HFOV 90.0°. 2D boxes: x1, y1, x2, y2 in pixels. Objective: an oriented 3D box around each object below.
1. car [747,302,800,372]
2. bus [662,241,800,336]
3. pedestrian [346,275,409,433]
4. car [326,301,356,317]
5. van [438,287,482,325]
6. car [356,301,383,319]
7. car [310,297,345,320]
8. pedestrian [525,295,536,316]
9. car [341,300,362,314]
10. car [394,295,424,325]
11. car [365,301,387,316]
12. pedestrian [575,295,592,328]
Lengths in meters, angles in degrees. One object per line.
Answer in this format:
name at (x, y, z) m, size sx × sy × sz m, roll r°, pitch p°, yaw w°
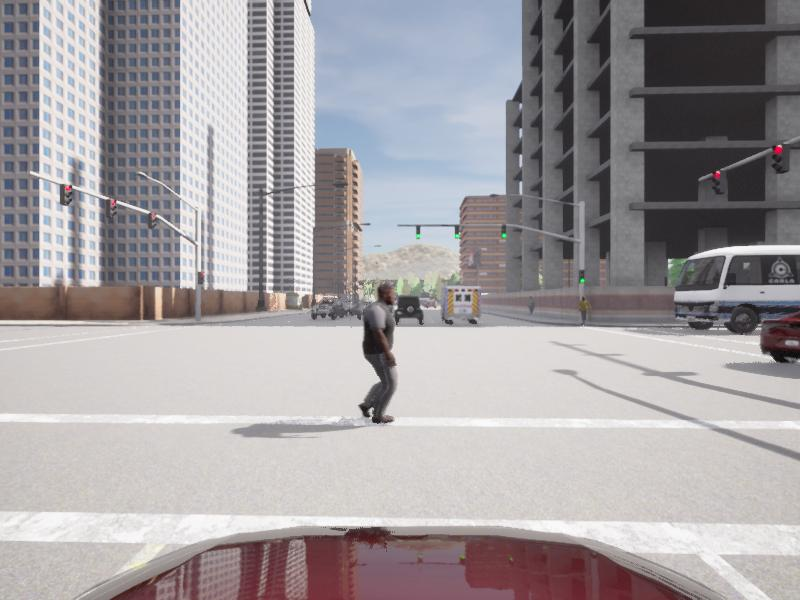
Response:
car at (11.257, 0.823, 9.523) m, size 5.008 × 1.535 × 1.882 m, roll 0°, pitch -1°, yaw -12°
bus at (19.463, -0.535, 19.828) m, size 10.273 × 4.253 × 3.944 m, roll 0°, pitch 0°, yaw 2°
pedestrian at (-0.290, 0.637, 5.105) m, size 0.751 × 1.860 × 0.751 m, roll 0°, pitch 0°, yaw -4°
car at (-5.932, 0.850, 40.655) m, size 2.163 × 1.488 × 4.792 m, roll 0°, pitch 0°, yaw 2°
van at (4.142, 0.377, 28.614) m, size 2.351 × 2.431 × 6.366 m, roll 0°, pitch 0°, yaw 1°
car at (-2.624, 0.853, 35.710) m, size 1.970 × 1.475 × 3.806 m, roll 0°, pitch 0°, yaw 3°
car at (-6.149, 0.652, 34.507) m, size 1.932 × 1.855 × 4.605 m, roll 0°, pitch 0°, yaw 4°
pedestrian at (11.596, 0.486, 35.460) m, size 0.751 × 1.860 × 0.751 m, roll 0°, pitch 0°, yaw 5°
car at (-5.669, 0.787, 47.098) m, size 1.851 × 1.617 × 3.988 m, roll 0°, pitch 0°, yaw 2°
car at (0.615, 0.645, 27.553) m, size 1.905 × 1.878 × 3.866 m, roll 0°, pitch 0°, yaw 1°
car at (-2.400, 0.869, 41.418) m, size 1.812 × 1.442 × 4.674 m, roll 0°, pitch 0°, yaw 2°
pedestrian at (10.632, 0.637, 23.176) m, size 0.751 × 1.860 × 0.751 m, roll 0°, pitch 0°, yaw 14°
